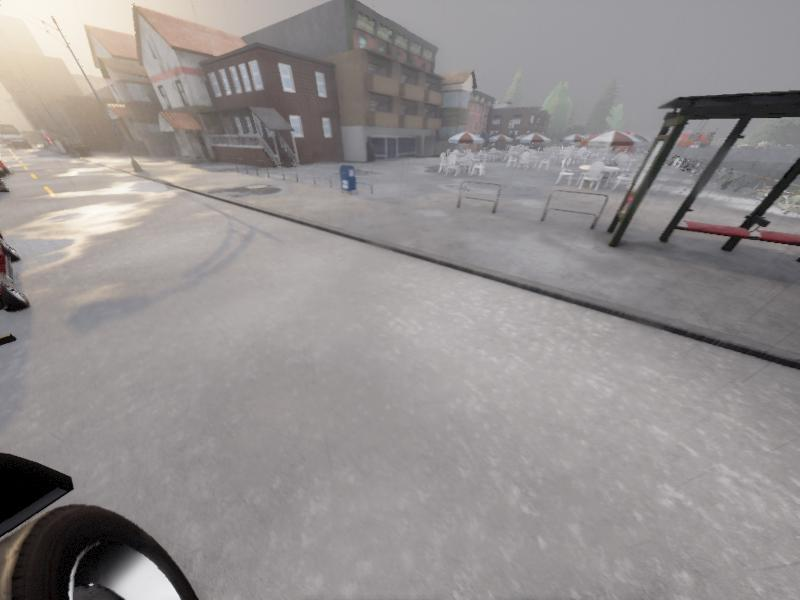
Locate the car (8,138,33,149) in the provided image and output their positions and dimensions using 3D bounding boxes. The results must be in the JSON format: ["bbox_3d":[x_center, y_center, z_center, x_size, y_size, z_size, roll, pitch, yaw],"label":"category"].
[{"bbox_3d":[-76.387,-31.504,46.485,5.238,1.638,1.930,22,41,28],"label":"car"}]

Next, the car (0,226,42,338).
[{"bbox_3d":[-7.689,-0.522,3.456,4.718,1.301,1.895,22,41,28],"label":"car"}]

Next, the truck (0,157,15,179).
[{"bbox_3d":[-27.079,-8.904,14.173,5.204,2.467,2.627,21,40,28],"label":"truck"}]

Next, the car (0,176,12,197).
[{"bbox_3d":[-20.004,-5.577,10.451,4.181,1.385,1.994,22,41,28],"label":"car"}]

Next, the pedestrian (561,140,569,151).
[{"bbox_3d":[34.799,-32.670,48.755,0.751,1.860,0.751,22,41,28],"label":"pedestrian"}]

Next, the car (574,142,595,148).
[{"bbox_3d":[51.096,-43.043,64.118,4.193,1.474,1.816,22,41,28],"label":"car"}]

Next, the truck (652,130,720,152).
[{"bbox_3d":[63.930,-35.956,52.145,8.468,3.827,2.891,22,41,28],"label":"truck"}]

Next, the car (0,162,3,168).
[{"bbox_3d":[-35.219,-11.996,18.969,3.866,1.878,1.905,22,41,28],"label":"car"}]

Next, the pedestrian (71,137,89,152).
[{"bbox_3d":[-49.115,-23.879,35.500,0.751,1.860,0.751,22,41,28],"label":"pedestrian"}]
